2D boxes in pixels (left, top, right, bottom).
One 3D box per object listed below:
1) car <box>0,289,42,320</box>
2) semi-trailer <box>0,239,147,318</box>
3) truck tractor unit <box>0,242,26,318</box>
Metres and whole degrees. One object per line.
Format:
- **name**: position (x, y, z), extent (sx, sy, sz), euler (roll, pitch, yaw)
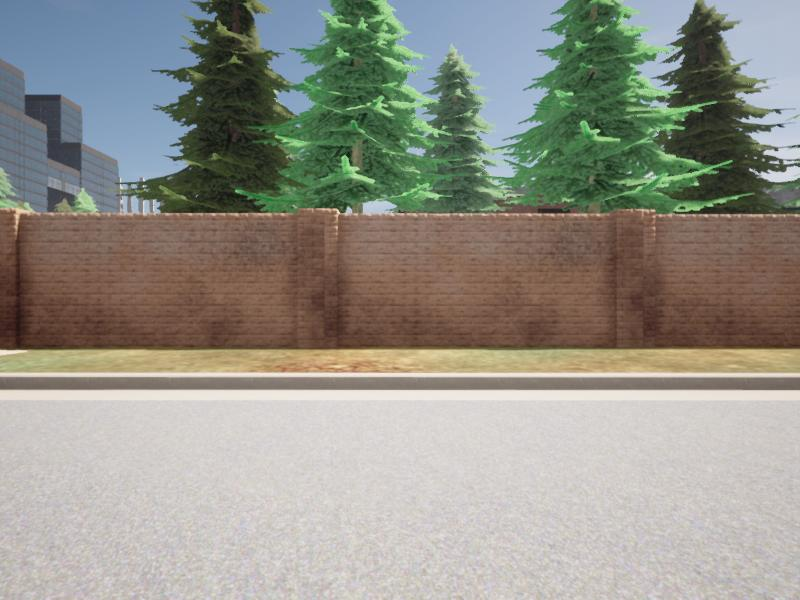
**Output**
- **car**: position (-20.329, 0.225, 19.843), extent (1.845, 1.501, 3.633), euler (0, 0, 0)
- **semi-trailer**: position (-23.860, -1.220, 28.523), extent (2.717, 4.402, 14.254), euler (0, 0, 0)
- **truck tractor unit**: position (-23.825, -1.123, 20.607), extent (3.053, 4.208, 6.516), euler (0, 0, 0)
